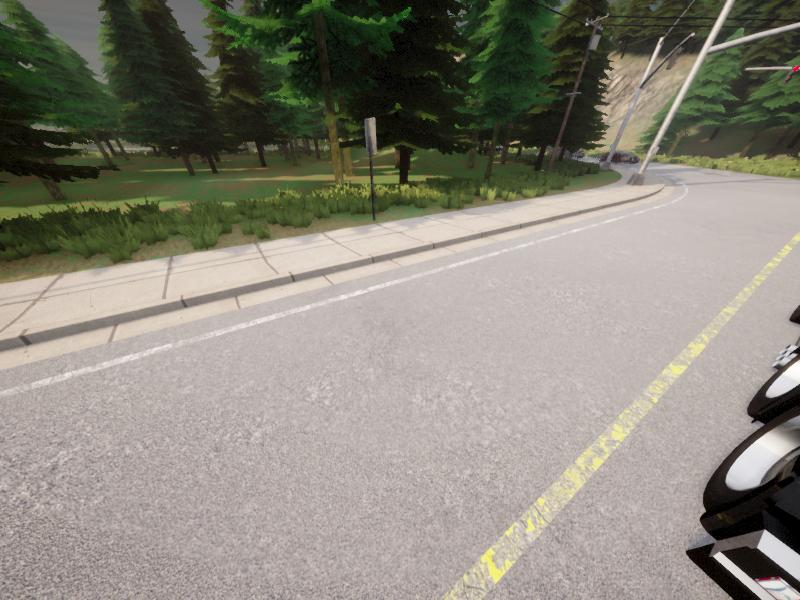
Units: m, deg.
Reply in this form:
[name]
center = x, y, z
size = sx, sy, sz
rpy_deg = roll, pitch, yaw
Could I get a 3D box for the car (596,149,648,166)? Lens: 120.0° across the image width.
[car]
center = 25.307, -16.425, 26.569
size = 1.994, 1.385, 4.181
rpy_deg = 2, 35, 2

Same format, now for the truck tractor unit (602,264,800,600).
[truck tractor unit]
center = 5.109, -0.303, 0.781
size = 6.516, 4.208, 3.053
rpy_deg = -18, 39, -24
